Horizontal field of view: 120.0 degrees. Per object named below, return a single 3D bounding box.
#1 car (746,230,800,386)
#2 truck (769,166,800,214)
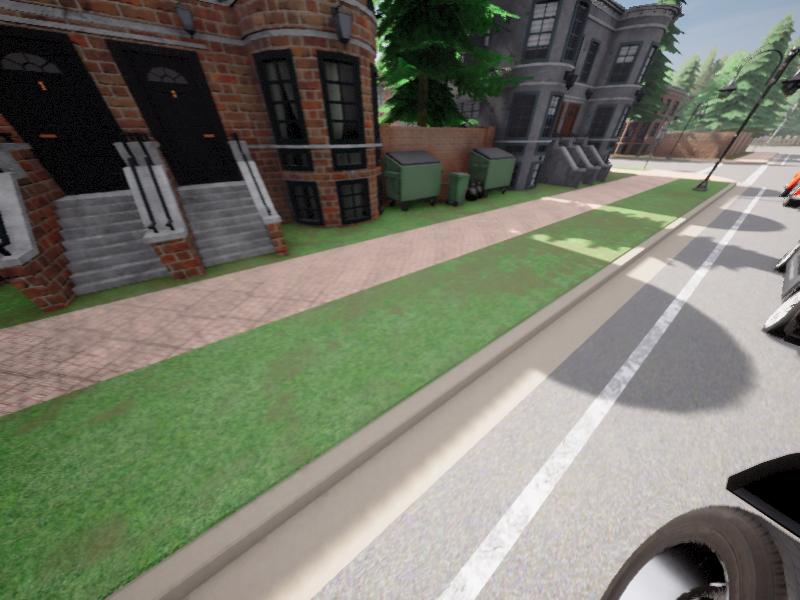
[{"bbox_3d":[6.868,-0.323,2.891,5.238,1.638,1.930,-22,41,-28],"label":"car"},{"bbox_3d":[16.467,-4.577,8.135,5.204,2.467,2.627,-22,41,-28],"label":"truck"}]
